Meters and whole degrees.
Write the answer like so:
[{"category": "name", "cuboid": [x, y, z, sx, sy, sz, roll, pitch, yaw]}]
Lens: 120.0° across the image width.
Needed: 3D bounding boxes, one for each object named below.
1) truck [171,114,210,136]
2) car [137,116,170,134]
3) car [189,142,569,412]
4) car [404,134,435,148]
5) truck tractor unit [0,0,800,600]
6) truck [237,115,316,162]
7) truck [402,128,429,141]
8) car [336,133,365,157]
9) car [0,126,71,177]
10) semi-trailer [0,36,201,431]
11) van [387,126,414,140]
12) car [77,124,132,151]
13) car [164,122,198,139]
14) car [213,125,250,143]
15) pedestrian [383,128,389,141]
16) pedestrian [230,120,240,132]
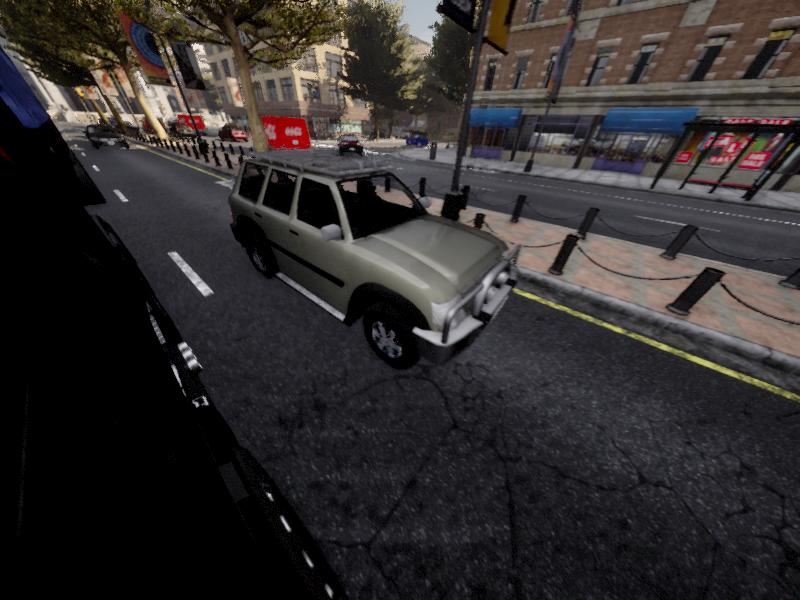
[{"category": "truck", "cuboid": [-32.496, -27.177, 35.894, 5.204, 2.467, 2.627, 27, 43, 31]}, {"category": "car", "cuboid": [-39.006, -27.717, 36.564, 5.566, 2.045, 2.150, 29, 44, 31]}, {"category": "car", "cuboid": [-0.712, -1.020, 3.414, 4.605, 1.855, 1.932, 28, 44, 29]}, {"category": "car", "cuboid": [2.914, -23.615, 34.262, 1.882, 1.535, 5.008, 27, 43, 29]}, {"category": "truck tractor unit", "cuboid": [-2.645, -0.295, 0.351, 6.516, 4.208, 3.053, 28, 44, 30]}, {"category": "truck", "cuboid": [-9.081, -11.962, 17.051, 5.204, 2.467, 2.627, 28, 44, 30]}, {"category": "truck", "cuboid": [3.563, -40.167, 56.043, 6.274, 2.098, 2.390, 29, 44, 31]}, {"category": "car", "cuboid": [-4.673, -14.410, 21.408, 2.038, 1.542, 4.974, -7, 37, -14]}, {"category": "car", "cuboid": [-17.230, -6.937, 10.586, 4.892, 1.490, 1.837, 28, 44, 30]}, {"category": "semi-trailer", "cuboid": [-8.665, -3.626, 4.263, 14.254, 4.402, 2.717, 29, 44, 30]}, {"category": "van", "cuboid": [-0.032, -39.459, 54.580, 6.366, 2.431, 2.351, 28, 43, 30]}, {"category": "car", "cuboid": [-22.890, -12.633, 17.897, 4.674, 1.442, 1.812, 28, 44, 30]}, {"category": "car", "cuboid": [-28.088, -21.739, 29.633, 3.988, 1.617, 1.851, 28, 43, 30]}, {"category": "car", "cuboid": [-20.971, -20.772, 28.807, 3.988, 1.617, 1.851, 24, 41, 25]}, {"category": "pedestrian", "cuboid": [-2.622, -30.412, 42.449, 0.751, 1.860, 0.751, -22, 43, -30]}, {"category": "pedestrian", "cuboid": [-33.317, -35.035, 46.621, 0.751, 1.860, 0.751, 25, 42, 27]}]
